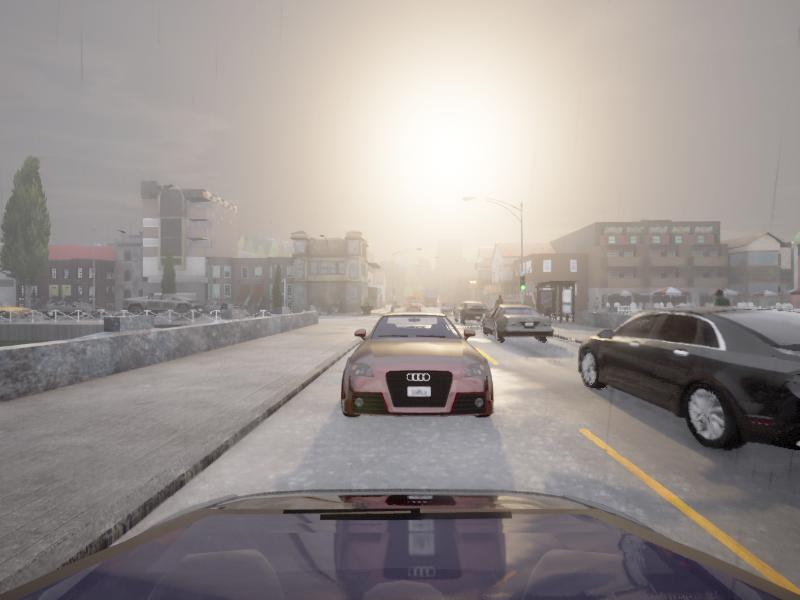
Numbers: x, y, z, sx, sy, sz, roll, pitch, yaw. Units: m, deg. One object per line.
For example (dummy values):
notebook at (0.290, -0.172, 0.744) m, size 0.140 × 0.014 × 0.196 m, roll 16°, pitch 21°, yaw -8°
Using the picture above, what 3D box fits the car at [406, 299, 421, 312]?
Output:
car at (1.929, 0.694, 56.940) m, size 2.097 × 1.767 × 4.553 m, roll 0°, pitch 0°, yaw 2°

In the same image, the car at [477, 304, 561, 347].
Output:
car at (4.584, 0.895, 16.402) m, size 2.033 × 1.411 × 5.357 m, roll 0°, pitch 0°, yaw 2°

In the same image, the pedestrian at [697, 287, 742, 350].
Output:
pedestrian at (9.690, 0.533, 12.160) m, size 0.751 × 1.860 × 0.751 m, roll 0°, pitch 0°, yaw 3°

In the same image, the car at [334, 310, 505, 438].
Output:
car at (0.239, 0.907, 6.750) m, size 1.994 × 1.385 × 4.181 m, roll 0°, pitch 0°, yaw 0°

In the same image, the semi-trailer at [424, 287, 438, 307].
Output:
semi-trailer at (7.237, -0.621, 96.287) m, size 2.717 × 4.402 × 14.254 m, roll 0°, pitch 0°, yaw 2°

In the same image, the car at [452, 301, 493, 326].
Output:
car at (4.823, 0.844, 27.286) m, size 1.837 × 1.490 × 4.892 m, roll 0°, pitch 0°, yaw -1°

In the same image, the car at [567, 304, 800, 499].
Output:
car at (4.225, 0.845, 5.634) m, size 1.837 × 1.490 × 4.892 m, roll 0°, pitch 0°, yaw 2°

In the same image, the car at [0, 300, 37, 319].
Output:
car at (-35.539, 0.801, 35.340) m, size 5.366 × 1.575 × 1.801 m, roll 0°, pitch 0°, yaw 2°

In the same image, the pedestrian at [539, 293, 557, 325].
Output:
pedestrian at (8.969, 0.533, 24.268) m, size 0.751 × 1.860 × 0.751 m, roll 0°, pitch 0°, yaw -14°

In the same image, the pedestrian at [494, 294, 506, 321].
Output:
pedestrian at (7.233, 0.533, 28.901) m, size 0.751 × 1.860 × 0.751 m, roll 0°, pitch 0°, yaw 19°

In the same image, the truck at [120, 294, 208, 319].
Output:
truck at (-20.415, 0.542, 34.832) m, size 6.274 × 2.098 × 2.390 m, roll 0°, pitch 0°, yaw 2°

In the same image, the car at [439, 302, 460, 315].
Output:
car at (5.547, 0.944, 45.417) m, size 1.895 × 1.301 × 4.718 m, roll 0°, pitch 0°, yaw 2°

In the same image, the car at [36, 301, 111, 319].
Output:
car at (-28.550, 0.836, 35.105) m, size 4.902 × 1.511 × 2.128 m, roll 0°, pitch 0°, yaw 2°

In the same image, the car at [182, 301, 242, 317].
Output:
car at (-18.142, 0.836, 38.759) m, size 4.902 × 1.511 × 2.128 m, roll 0°, pitch 0°, yaw 2°
